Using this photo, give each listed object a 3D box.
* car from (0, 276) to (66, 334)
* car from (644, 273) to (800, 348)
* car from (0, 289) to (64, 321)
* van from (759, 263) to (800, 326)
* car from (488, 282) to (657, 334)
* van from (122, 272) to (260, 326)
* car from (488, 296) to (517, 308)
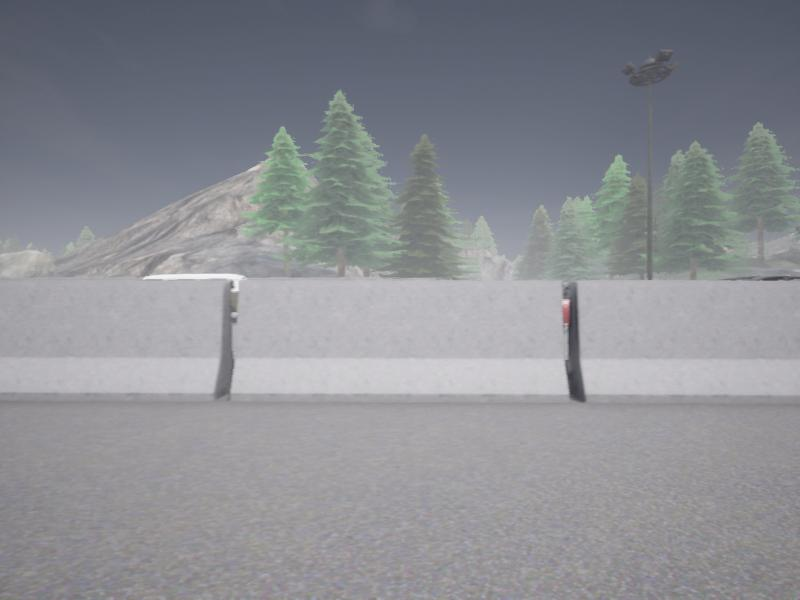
[{"bbox_3d":[-13.847,0.144,12.704,4.611,1.667,2.242,0,0,0],"label":"car"},{"bbox_3d":[8.028,0.216,9.201,3.705,1.549,1.789,0,0,0],"label":"car"},{"bbox_3d":[-19.274,0.237,19.704,3.806,1.475,1.970,0,0,0],"label":"car"},{"bbox_3d":[18.780,-0.208,16.200,6.366,2.431,2.351,0,0,0],"label":"van"},{"bbox_3d":[5.269,0.232,12.699,4.514,1.525,2.007,0,0,0],"label":"car"},{"bbox_3d":[-8.278,-0.035,16.201,4.480,2.038,2.069,0,0,0],"label":"van"},{"bbox_3d":[12.643,0.241,49.578,2.128,1.511,4.902,0,0,-2],"label":"car"}]
